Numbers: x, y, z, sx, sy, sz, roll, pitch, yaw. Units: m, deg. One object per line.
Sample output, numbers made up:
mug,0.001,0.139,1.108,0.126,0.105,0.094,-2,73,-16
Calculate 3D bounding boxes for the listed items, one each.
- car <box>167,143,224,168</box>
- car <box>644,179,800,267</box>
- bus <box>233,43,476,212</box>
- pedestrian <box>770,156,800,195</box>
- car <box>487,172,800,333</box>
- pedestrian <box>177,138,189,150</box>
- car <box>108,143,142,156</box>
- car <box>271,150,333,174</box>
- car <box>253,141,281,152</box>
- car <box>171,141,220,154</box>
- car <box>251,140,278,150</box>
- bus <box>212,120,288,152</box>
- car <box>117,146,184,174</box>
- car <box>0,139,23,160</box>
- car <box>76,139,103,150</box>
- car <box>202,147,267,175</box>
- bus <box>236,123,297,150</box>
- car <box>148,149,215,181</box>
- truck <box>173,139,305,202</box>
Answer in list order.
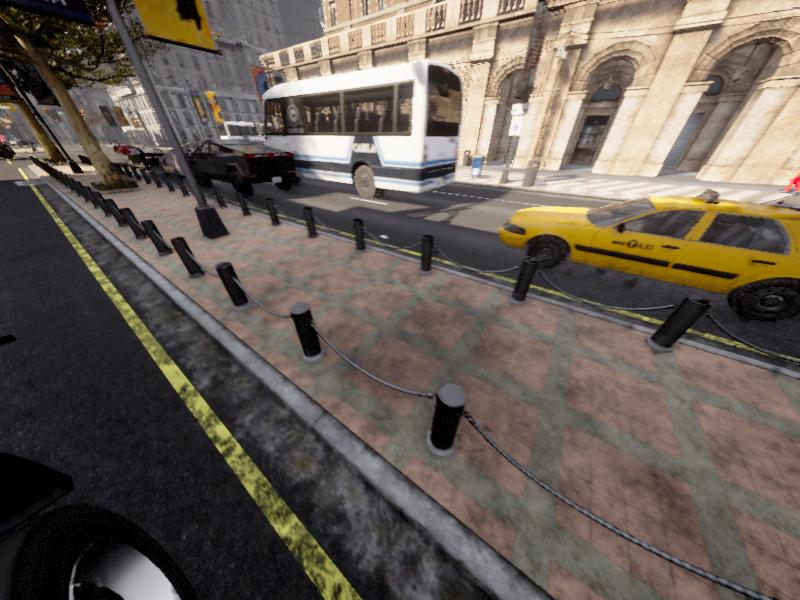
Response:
car,-18.504,-13.142,20.940,4.856,1.649,2.033,22,41,28
car,9.227,-1.709,5.294,4.718,1.301,1.895,22,41,28
bus,-2.490,-7.598,10.963,10.273,4.253,3.944,22,41,28
pedestrian,18.250,-5.816,10.406,0.751,1.860,0.751,27,43,32
car,4.748,-1.190,4.266,5.366,1.575,1.801,22,41,28
pedestrian,-40.522,-29.171,43.199,0.751,1.860,0.751,23,41,29
car,-38.500,-21.179,32.361,4.181,1.385,1.994,22,41,28
car,-7.672,-10.882,18.120,4.718,1.301,1.895,22,41,28
car,-23.941,-27.849,41.797,1.789,1.549,3.705,22,41,27
car,-32.446,-24.473,36.904,1.801,1.575,5.366,24,42,30
car,-27.716,-31.841,47.369,1.851,1.617,3.988,22,41,28
bus,-27.037,-30.049,42.542,3.944,4.253,10.273,22,40,27
car,-19.556,-11.059,18.078,4.902,1.511,2.128,22,41,28
car,-43.553,-15.370,23.635,4.605,1.855,1.932,-14,37,-19
car,-59.518,-29.850,44.210,5.238,1.638,1.930,22,41,28
car,-12.660,-10.706,17.660,4.892,1.490,1.837,22,41,28
bus,-28.607,-35.597,50.390,3.944,4.253,10.273,22,41,28
car,-14.195,-8.884,15.032,3.633,1.501,1.845,22,41,28
truck,-7.885,-6.546,11.287,6.274,2.098,2.390,22,41,28
